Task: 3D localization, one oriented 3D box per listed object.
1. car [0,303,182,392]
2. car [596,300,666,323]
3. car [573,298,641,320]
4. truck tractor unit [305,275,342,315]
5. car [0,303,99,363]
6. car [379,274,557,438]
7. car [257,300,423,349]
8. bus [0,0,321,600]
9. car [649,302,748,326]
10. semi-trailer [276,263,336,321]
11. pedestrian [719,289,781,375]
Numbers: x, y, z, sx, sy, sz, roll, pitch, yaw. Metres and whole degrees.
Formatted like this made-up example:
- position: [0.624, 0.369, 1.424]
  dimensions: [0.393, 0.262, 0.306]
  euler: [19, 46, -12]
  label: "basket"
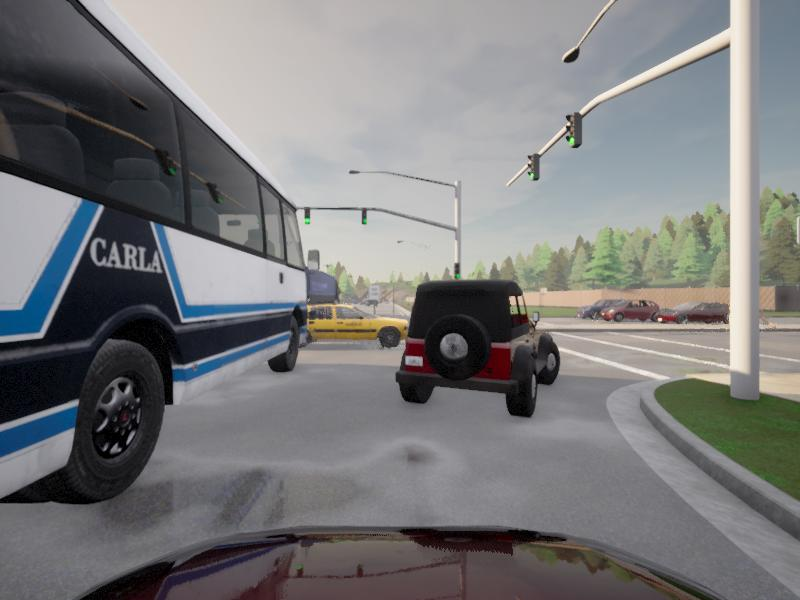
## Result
- position: [-7.412, 0.836, 9.329]
  dimensions: [2.128, 1.511, 4.902]
  euler: [0, 0, -2]
  label: "car"
- position: [16.794, 0.787, 29.216]
  dimensions: [3.988, 1.617, 1.851]
  euler: [0, 0, -1]
  label: "car"
- position: [16.841, 0.693, 32.714]
  dimensions: [4.553, 1.767, 2.097]
  euler: [0, 0, -1]
  label: "car"
- position: [-8.546, -0.526, 45.369]
  dimensions: [3.053, 4.208, 6.516]
  euler: [0, 0, -2]
  label: "truck tractor unit"
- position: [-10.977, 0.854, 11.353]
  dimensions: [1.816, 1.474, 4.193]
  euler: [0, 0, -2]
  label: "car"
- position: [1.434, 0.646, 6.742]
  dimensions: [1.905, 1.878, 3.866]
  euler: [0, 0, 27]
  label: "car"
- position: [-1.945, 0.800, 13.820]
  dimensions: [5.366, 1.575, 1.801]
  euler: [0, 0, -1]
  label: "car"
- position: [-3.907, -0.534, 5.377]
  dimensions: [3.944, 4.253, 10.273]
  euler: [0, 0, -2]
  label: "bus"
- position: [19.094, 0.850, 25.760]
  dimensions: [4.792, 1.488, 2.163]
  euler: [0, 0, -1]
  label: "car"
- position: [-8.285, -0.622, 37.454]
  dimensions: [2.717, 4.402, 14.254]
  euler: [0, 0, -2]
  label: "semi-trailer"
- position: [7.867, 0.686, 9.024]
  dimensions: [0.751, 1.860, 0.751]
  euler: [0, 0, -6]
  label: "pedestrian"
